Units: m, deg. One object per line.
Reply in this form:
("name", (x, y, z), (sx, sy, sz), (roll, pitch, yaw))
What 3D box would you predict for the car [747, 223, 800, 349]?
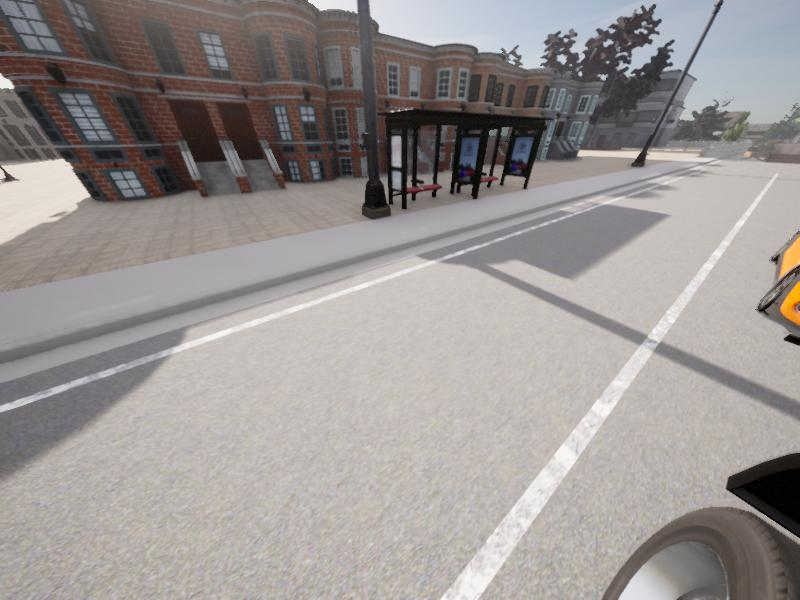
("car", (7.334, -0.555, 3.089), (4.553, 1.767, 2.097), (-22, 41, -28))
